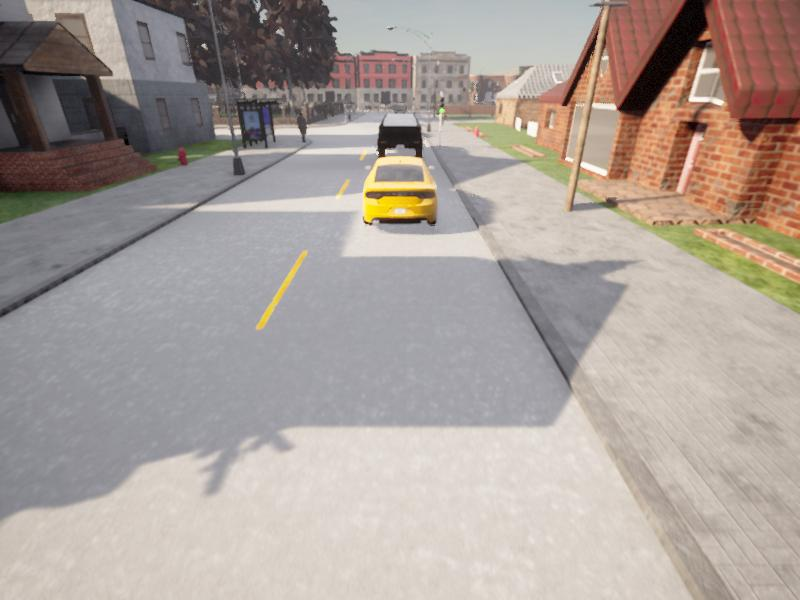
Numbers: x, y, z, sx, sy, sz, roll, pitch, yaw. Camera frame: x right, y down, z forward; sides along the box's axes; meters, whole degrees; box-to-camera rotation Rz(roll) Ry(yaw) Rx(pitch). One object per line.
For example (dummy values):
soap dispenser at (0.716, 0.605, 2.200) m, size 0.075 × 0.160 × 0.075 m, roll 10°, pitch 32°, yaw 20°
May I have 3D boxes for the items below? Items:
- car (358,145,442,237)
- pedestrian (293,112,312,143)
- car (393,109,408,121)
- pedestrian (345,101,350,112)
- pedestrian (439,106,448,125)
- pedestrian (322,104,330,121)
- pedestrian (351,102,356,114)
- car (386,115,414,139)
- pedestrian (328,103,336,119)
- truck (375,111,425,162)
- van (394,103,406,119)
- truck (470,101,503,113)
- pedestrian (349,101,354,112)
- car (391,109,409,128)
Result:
car at (0.003, -3.346, 11.471) m, size 1.882 × 1.535 × 5.008 m, roll 0°, pitch 27°, yaw 0°
pedestrian at (-6.549, -11.624, 26.901) m, size 0.751 × 1.860 × 0.751 m, roll 12°, pitch 29°, yaw 21°
car at (0.016, -24.847, 53.613) m, size 1.895 × 1.301 × 4.718 m, roll 0°, pitch 27°, yaw 0°
pedestrian at (-9.678, -35.615, 73.658) m, size 0.751 × 1.860 × 0.751 m, roll 3°, pitch 27°, yaw 6°
pedestrian at (4.670, -19.832, 42.961) m, size 0.751 × 1.860 × 0.751 m, roll 10°, pitch 29°, yaw 18°
pedestrian at (-9.134, -23.059, 49.204) m, size 0.751 × 1.860 × 0.751 m, roll 0°, pitch 27°, yaw -1°
pedestrian at (-7.626, -31.570, 65.787) m, size 0.751 × 1.860 × 0.751 m, roll 1°, pitch 27°, yaw 2°
car at (0.013, -14.081, 32.408) m, size 2.128 × 1.511 × 4.902 m, roll 0°, pitch 27°, yaw 0°
pedestrian at (-9.240, -25.700, 54.345) m, size 0.751 × 1.860 × 0.751 m, roll 0°, pitch 27°, yaw 0°
truck at (0.009, -9.383, 22.616) m, size 2.390 × 2.098 × 6.274 m, roll 0°, pitch 27°, yaw 0°
van at (0.019, -28.567, 60.358) m, size 1.775 × 1.987 × 4.442 m, roll 0°, pitch 27°, yaw 0°
truck at (17.627, -39.512, 81.833) m, size 6.274 × 2.098 × 2.390 m, roll 0°, pitch 27°, yaw 0°
pedestrian at (-9.040, -35.905, 74.224) m, size 0.751 × 1.860 × 0.751 m, roll 2°, pitch 27°, yaw 4°
car at (0.019, -19.122, 42.123) m, size 1.851 × 1.617 × 3.988 m, roll 0°, pitch 27°, yaw 0°
